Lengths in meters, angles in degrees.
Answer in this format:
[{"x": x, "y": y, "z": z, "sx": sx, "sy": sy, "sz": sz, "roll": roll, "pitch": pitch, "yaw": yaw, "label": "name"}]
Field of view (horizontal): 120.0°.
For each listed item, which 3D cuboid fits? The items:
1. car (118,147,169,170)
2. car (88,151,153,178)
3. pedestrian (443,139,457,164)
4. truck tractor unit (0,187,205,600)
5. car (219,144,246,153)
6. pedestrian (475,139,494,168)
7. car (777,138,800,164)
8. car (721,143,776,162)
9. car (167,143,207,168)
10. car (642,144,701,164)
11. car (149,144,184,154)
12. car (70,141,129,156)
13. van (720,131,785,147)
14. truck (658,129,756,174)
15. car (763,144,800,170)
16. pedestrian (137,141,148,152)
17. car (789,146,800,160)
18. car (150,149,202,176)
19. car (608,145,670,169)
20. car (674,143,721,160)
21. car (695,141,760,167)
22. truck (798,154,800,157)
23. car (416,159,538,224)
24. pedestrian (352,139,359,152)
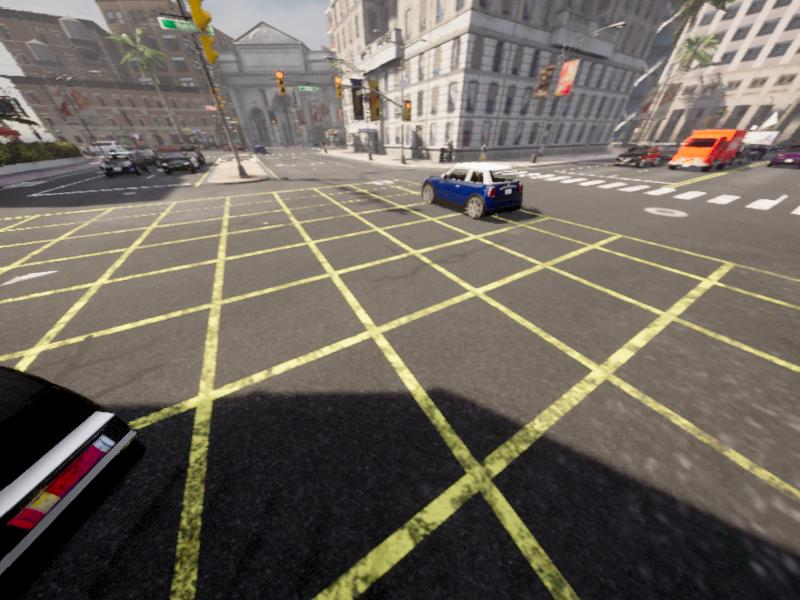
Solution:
[{"x": -24.867, "y": -13.983, "z": 22.664, "sx": 1.930, "sy": 1.638, "sz": 5.238, "roll": -19, "pitch": 39, "yaw": -24, "label": "car"}, {"x": -21.490, "y": -10.605, "z": 17.980, "sx": 1.970, "sy": 1.475, "sz": 3.806, "roll": -19, "pitch": 39, "yaw": -24, "label": "car"}, {"x": 4.542, "y": -13.428, "z": 20.933, "sx": 0.751, "sy": 1.860, "sz": 0.751, "roll": -26, "pitch": 42, "yaw": -31, "label": "pedestrian"}, {"x": -5.366, "y": 0.182, "z": 0.105, "sx": 6.516, "sy": 4.208, "sz": 3.053, "roll": 2, "pitch": 35, "yaw": 3, "label": "truck tractor unit"}, {"x": -33.513, "y": -30.387, "z": 46.282, "sx": 4.718, "sy": 1.301, "sz": 1.895, "roll": 14, "pitch": 38, "yaw": 19, "label": "car"}, {"x": 6.737, "y": -11.745, "z": 18.521, "sx": 0.751, "sy": 1.860, "sz": 0.751, "roll": -22, "pitch": 41, "yaw": -28, "label": "pedestrian"}, {"x": 36.090, "y": -13.156, "z": 20.343, "sx": 3.866, "sy": 1.878, "sz": 1.905, "roll": -19, "pitch": 39, "yaw": -24, "label": "car"}, {"x": 35.291, "y": -15.003, "z": 23.418, "sx": 4.181, "sy": 1.385, "sz": 1.994, "roll": -18, "pitch": 39, "yaw": -23, "label": "car"}, {"x": -21.534, "y": -14.815, "z": 23.584, "sx": 1.932, "sy": 1.855, "sz": 4.605, "roll": -19, "pitch": 39, "yaw": -24, "label": "car"}, {"x": 26.687, "y": -14.421, "z": 22.706, "sx": 5.357, "sy": 1.411, "sz": 2.033, "roll": -19, "pitch": 39, "yaw": -24, "label": "car"}, {"x": -44.448, "y": -28.816, "z": 44.074, "sx": 4.193, "sy": 1.474, "sz": 1.816, "roll": -19, "pitch": 39, "yaw": -24, "label": "car"}, {"x": -52.149, "y": -26.443, "z": 40.348, "sx": 5.566, "sy": 2.045, "sz": 2.150, "roll": -18, "pitch": 39, "yaw": -24, "label": "car"}, {"x": 69.810, "y": -31.991, "z": 45.975, "sx": 2.351, "sy": 2.431, "sz": 6.366, "roll": -19, "pitch": 39, "yaw": -24, "label": "van"}, {"x": 22.730, "y": -11.141, "z": 17.199, "sx": 5.204, "sy": 2.467, "sz": 2.627, "roll": -19, "pitch": 39, "yaw": -24, "label": "truck"}, {"x": 30.947, "y": -11.228, "z": 18.058, "sx": 4.193, "sy": 1.474, "sz": 1.816, "roll": -19, "pitch": 39, "yaw": -24, "label": "car"}, {"x": -54.156, "y": -32.362, "z": 48.596, "sx": 0.751, "sy": 1.860, "sz": 0.751, "roll": 23, "pitch": 41, "yaw": 29, "label": "pedestrian"}, {"x": 41.969, "y": -15.085, "z": 23.196, "sx": 5.238, "sy": 1.638, "sz": 1.930, "roll": -19, "pitch": 39, "yaw": -24, "label": "car"}, {"x": -18.382, "y": -11.578, "z": 19.261, "sx": 2.038, "sy": 1.542, "sz": 4.974, "roll": -19, "pitch": 39, "yaw": -24, "label": "car"}, {"x": 20.365, "y": -12.260, "z": 19.661, "sx": 4.892, "sy": 1.490, "sz": 1.837, "roll": -19, "pitch": 39, "yaw": -24, "label": "car"}, {"x": 33.144, "y": -16.617, "z": 25.732, "sx": 4.181, "sy": 1.385, "sz": 1.994, "roll": -19, "pitch": 39, "yaw": -24, "label": "car"}, {"x": 28.830, "y": -12.918, "z": 20.334, "sx": 5.238, "sy": 1.638, "sz": 1.930, "roll": -19, "pitch": 39, "yaw": -24, "label": "car"}, {"x": 49.051, "y": -17.685, "z": 26.365, "sx": 6.274, "sy": 2.098, "sz": 2.390, "roll": -19, "pitch": 39, "yaw": -24, "label": "truck"}, {"x": 2.504, "y": -4.224, "z": 8.593, "sx": 1.970, "sy": 1.475, "sz": 3.806, "roll": -19, "pitch": 39, "yaw": -24, "label": "car"}, {"x": -7.496, "y": -25.773, "z": 38.566, "sx": 0.751, "sy": 1.860, "sz": 0.751, "roll": -17, "pitch": 39, "yaw": -22, "label": "pedestrian"}]
